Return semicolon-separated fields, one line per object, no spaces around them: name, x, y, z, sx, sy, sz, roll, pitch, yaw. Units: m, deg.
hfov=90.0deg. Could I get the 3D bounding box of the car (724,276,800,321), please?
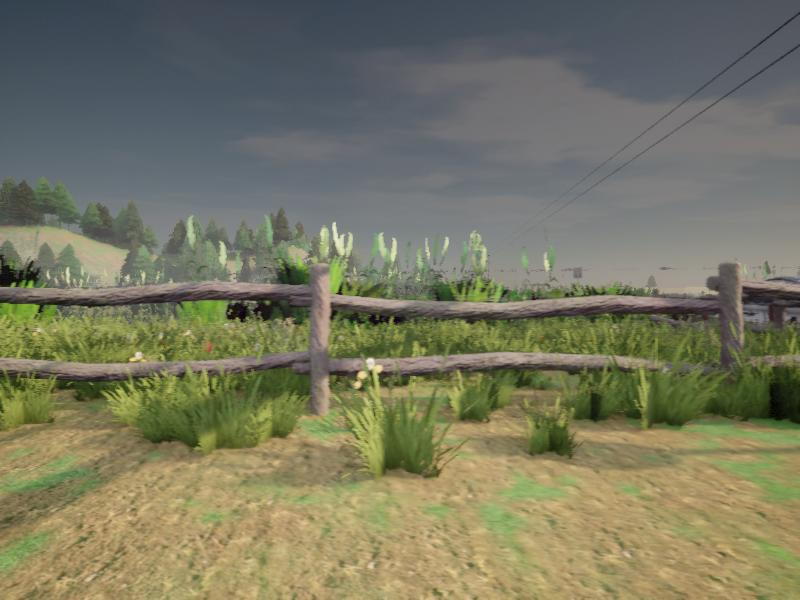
car;13.840;-0.085;13.687;1.812;1.442;4.674;0;3;2
